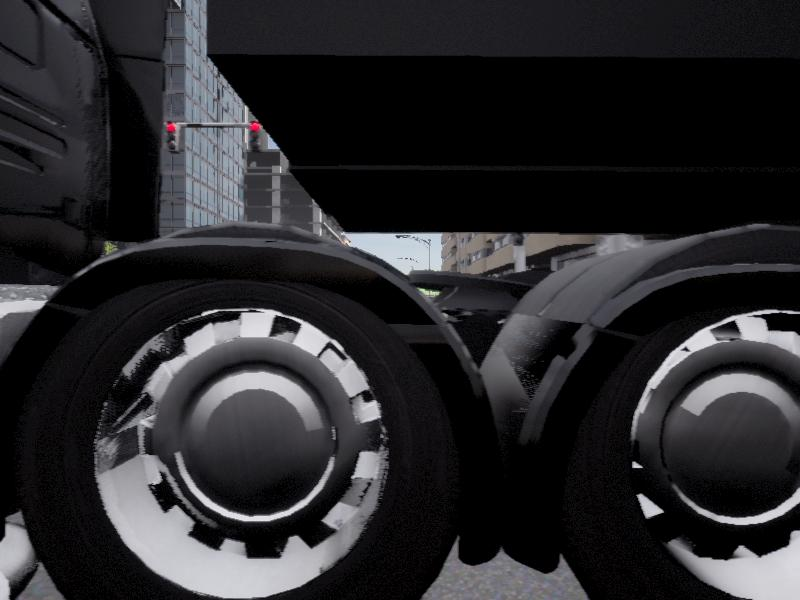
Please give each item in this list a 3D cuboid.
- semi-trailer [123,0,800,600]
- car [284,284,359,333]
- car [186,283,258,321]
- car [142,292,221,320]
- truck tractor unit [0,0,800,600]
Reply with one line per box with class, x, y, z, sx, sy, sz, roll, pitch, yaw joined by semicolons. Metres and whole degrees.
semi-trailer;6.532;-1.233;2.238;14.254;4.402;2.717;0;0;0
car;-2.599;0.259;14.506;2.163;1.488;4.792;0;0;-5
car;-9.661;0.113;22.223;1.932;1.855;4.605;0;0;0
car;-13.147;0.319;24.487;2.128;1.511;4.902;0;0;0
truck tractor unit;-1.381;-1.120;2.205;6.516;4.208;3.053;0;0;0
